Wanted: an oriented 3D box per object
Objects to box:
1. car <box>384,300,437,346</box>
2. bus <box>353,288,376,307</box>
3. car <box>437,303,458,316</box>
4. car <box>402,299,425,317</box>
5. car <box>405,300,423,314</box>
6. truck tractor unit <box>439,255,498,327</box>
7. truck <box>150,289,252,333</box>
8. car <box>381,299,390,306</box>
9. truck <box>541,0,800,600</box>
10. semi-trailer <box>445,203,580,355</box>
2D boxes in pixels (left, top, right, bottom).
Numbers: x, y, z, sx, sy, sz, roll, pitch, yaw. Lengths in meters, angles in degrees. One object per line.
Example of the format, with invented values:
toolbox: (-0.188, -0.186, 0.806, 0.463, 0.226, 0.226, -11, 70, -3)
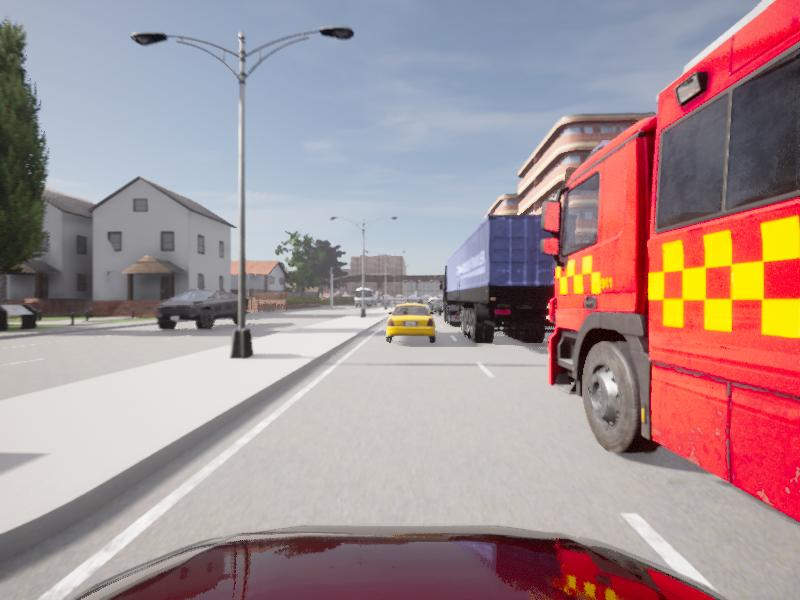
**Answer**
car: (0.459, 0.796, 16.427, 1.801, 1.575, 5.366, 0, 0, 2)
bus: (-8.038, -0.568, 92.494, 3.944, 4.253, 10.273, 0, 0, 2)
car: (4.937, 0.931, 42.189, 1.895, 1.301, 4.718, 0, 0, 2)
car: (1.373, 0.743, 40.580, 2.242, 1.667, 4.611, 0, 0, 2)
car: (1.631, 0.811, 47.382, 2.038, 1.542, 4.974, 0, 0, 2)
truck tractor unit: (4.321, -0.533, 26.663, 3.053, 4.208, 6.516, 0, 0, 2)
truck: (-10.824, 0.530, 22.537, 2.390, 2.098, 6.274, 0, 0, 2)
car: (-3.938, 0.657, 111.354, 2.097, 1.767, 4.553, 0, 0, 2)
truck: (3.512, -0.319, 1.645, 2.891, 3.827, 8.468, 0, 0, 0)
semi-trailer: (4.064, -0.626, 18.750, 2.717, 4.402, 14.254, 0, 0, 2)
